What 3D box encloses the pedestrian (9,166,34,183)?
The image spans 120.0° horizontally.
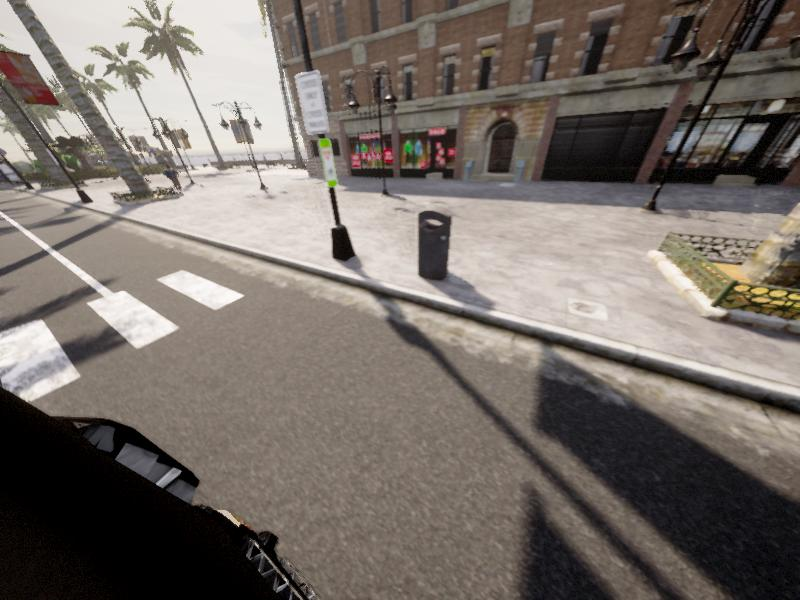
[{"bbox_3d":[-49.854,-16.510,30.421,0.751,1.860,0.751,11,36,20],"label":"pedestrian"}]

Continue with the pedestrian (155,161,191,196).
[{"bbox_3d":[-14.160,-7.595,14.442,0.751,1.860,0.751,17,38,27],"label":"pedestrian"}]

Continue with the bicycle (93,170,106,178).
[{"bbox_3d":[-42.618,-17.868,32.790,1.643,1.024,0.373,16,38,25],"label":"bicycle"}]

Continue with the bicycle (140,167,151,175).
[{"bbox_3d":[-40.148,-20.364,36.390,1.643,1.024,0.373,16,38,25],"label":"bicycle"}]

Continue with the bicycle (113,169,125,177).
[{"bbox_3d":[-41.630,-18.867,34.230,1.643,1.024,0.373,16,38,25],"label":"bicycle"}]
